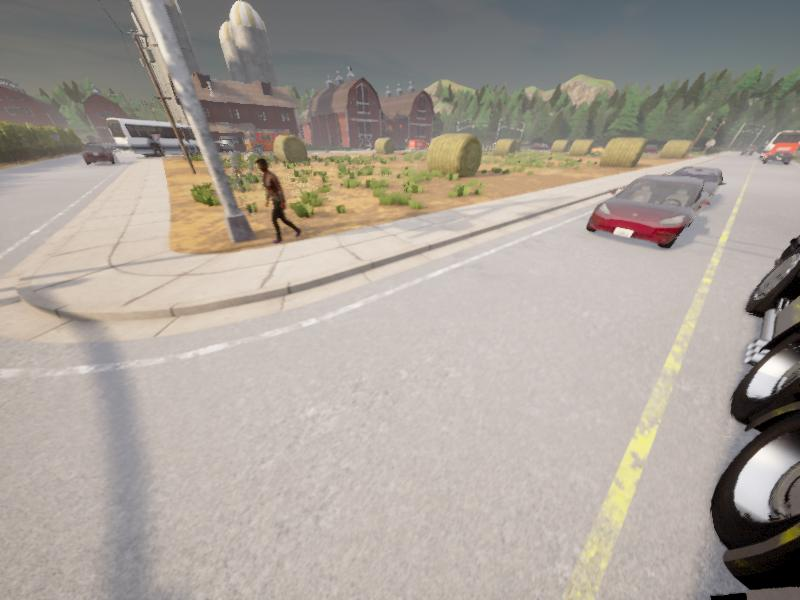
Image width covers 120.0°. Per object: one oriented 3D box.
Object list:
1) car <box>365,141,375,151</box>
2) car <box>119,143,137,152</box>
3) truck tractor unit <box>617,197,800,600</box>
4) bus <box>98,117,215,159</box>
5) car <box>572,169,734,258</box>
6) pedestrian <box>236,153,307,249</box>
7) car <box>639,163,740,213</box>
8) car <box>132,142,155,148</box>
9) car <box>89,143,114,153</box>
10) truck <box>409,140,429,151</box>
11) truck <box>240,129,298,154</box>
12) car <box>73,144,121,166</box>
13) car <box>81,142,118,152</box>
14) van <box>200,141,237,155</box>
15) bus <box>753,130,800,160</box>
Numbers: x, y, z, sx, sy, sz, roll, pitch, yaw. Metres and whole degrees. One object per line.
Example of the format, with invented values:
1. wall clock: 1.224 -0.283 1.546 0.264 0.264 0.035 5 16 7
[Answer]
1. car: -8.021 -41.320 61.897 1.905 1.878 3.866 9 37 1
2. car: -55.909 -31.396 47.514 1.837 1.490 4.892 -29 44 -35
3. truck tractor unit: 4.995 -0.400 0.942 6.516 4.208 3.053 -23 41 -29
4. bus: -34.213 -23.293 33.580 3.944 4.253 10.273 13 35 16
5. car: 7.774 -2.924 7.063 4.792 1.488 2.163 -23 41 -30
6. pedestrian: -2.886 -2.271 5.323 0.751 1.860 0.751 30 44 35
7. car: 13.617 -5.402 10.814 5.357 1.411 2.033 -23 41 -30
8. car: -76.863 -46.576 69.404 1.895 1.301 4.718 -1 35 -2
9. car: -57.147 -29.202 44.287 2.038 1.542 4.974 -27 43 -34
10. truck: 5.156 -42.133 63.026 5.204 2.467 2.627 -26 43 -33
11. truck: -24.942 -30.482 44.524 8.468 3.827 2.891 -26 43 -33
12. car: -32.229 -15.665 24.771 2.097 1.767 4.553 -26 42 -33
13. car: -62.469 -31.944 48.103 4.856 1.649 2.033 6 35 8
14. van: -31.511 -26.509 40.240 4.480 2.038 2.069 -26 43 -33
15. bus: 71.308 -28.971 43.266 10.273 4.253 3.944 -23 41 -30
